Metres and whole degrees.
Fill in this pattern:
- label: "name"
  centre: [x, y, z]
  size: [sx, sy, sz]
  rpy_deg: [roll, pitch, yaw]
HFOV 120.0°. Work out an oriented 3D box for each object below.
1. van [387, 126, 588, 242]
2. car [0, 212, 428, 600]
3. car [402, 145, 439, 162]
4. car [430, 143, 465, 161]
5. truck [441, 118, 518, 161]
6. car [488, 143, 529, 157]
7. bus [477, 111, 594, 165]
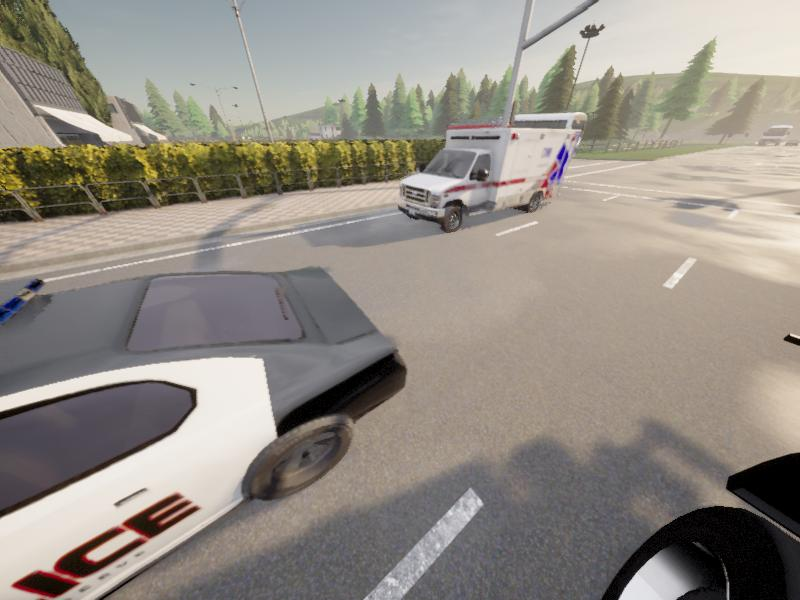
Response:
- label: "van"
  centre: [2.945, -4.141, 7.655]
  size: [6.366, 2.431, 2.351]
  rpy_deg: [-22, 41, -28]
- label: "car"
  centre: [-2.454, 0.883, 1.350]
  size: [4.974, 1.542, 2.038]
  rpy_deg: [-22, 41, -28]
- label: "car"
  centre: [2.248, -17.220, 27.066]
  size: [1.812, 1.442, 4.674]
  rpy_deg: [-22, 40, -27]
- label: "car"
  centre: [5.642, -18.009, 28.019]
  size: [1.851, 1.617, 3.988]
  rpy_deg: [-21, 40, -27]
- label: "truck"
  centre: [9.177, -19.515, 28.203]
  size: [2.891, 3.827, 8.468]
  rpy_deg: [-21, 40, -27]
- label: "car"
  centre: [14.937, -20.886, 32.100]
  size: [2.007, 1.525, 4.514]
  rpy_deg: [-21, 40, -27]
- label: "bus"
  centre: [14.565, -18.574, 26.482]
  size: [3.944, 4.253, 10.273]
  rpy_deg: [-21, 42, -27]
